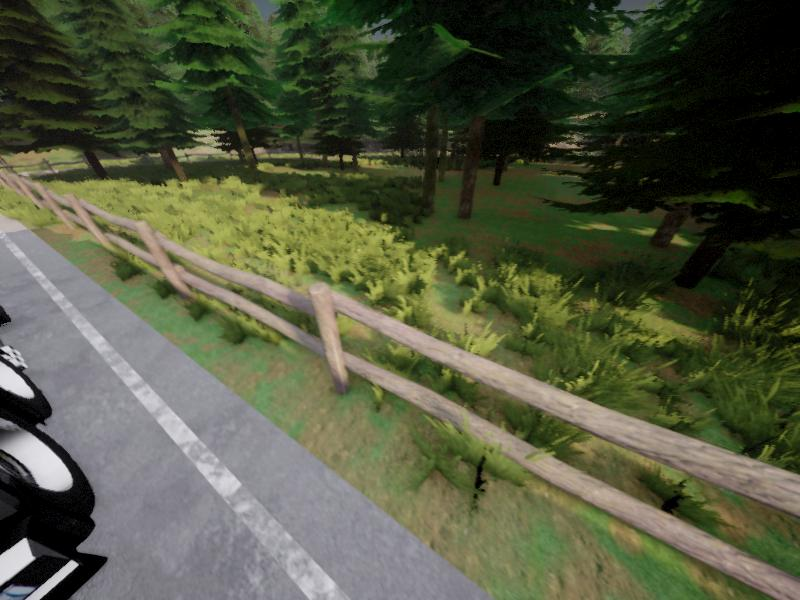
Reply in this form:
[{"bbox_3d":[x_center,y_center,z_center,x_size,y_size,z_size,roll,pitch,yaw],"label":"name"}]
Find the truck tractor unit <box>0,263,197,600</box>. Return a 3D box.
[{"bbox_3d":[-5.112,-0.298,0.787,6.516,4.208,3.053,18,39,24],"label":"truck tractor unit"}]
